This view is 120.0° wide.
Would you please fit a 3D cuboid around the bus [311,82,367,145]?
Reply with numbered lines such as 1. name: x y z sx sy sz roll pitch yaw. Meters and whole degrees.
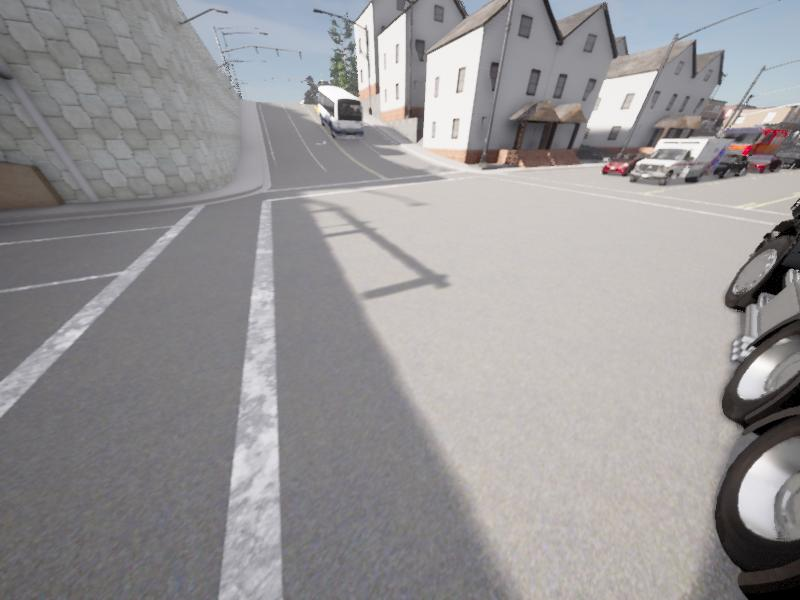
1. bus: -7.698 -23.384 28.809 3.944 4.253 10.273 -15 51 -21

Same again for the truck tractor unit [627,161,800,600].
1. truck tractor unit: 4.925 -0.452 1.007 6.516 4.208 3.053 -25 42 -32

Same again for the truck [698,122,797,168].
1. truck: 38.358 -17.072 25.600 8.468 3.827 2.891 -14 37 -20

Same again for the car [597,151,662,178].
1. car: 18.578 -11.076 18.763 3.988 1.617 1.851 -14 37 -20

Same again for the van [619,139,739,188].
1. van: 18.363 -9.172 15.284 6.366 2.431 2.351 -14 37 -20

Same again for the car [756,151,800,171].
1. car: 39.108 -14.117 23.377 4.892 1.490 1.837 -14 37 -20

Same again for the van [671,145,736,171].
1. van: 30.067 -14.203 22.972 4.480 2.038 2.069 -14 37 -20

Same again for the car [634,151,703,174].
1. car: 24.217 -12.480 20.910 4.902 1.511 2.128 -14 37 -20

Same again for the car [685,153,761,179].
1. car: 25.371 -10.586 18.190 4.892 1.490 1.837 -14 37 -20

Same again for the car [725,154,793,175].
1. car: 32.271 -12.295 20.813 4.181 1.385 1.994 -13 37 -19
